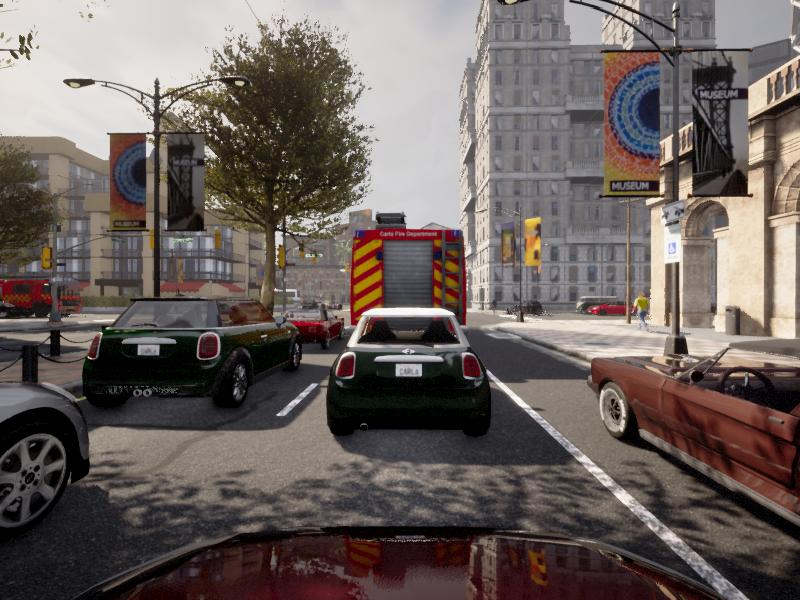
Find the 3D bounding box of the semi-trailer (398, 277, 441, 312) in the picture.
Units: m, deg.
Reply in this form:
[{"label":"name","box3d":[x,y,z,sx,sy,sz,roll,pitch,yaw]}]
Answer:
[{"label":"semi-trailer","box3d":[2.408,-0.620,57.524,2.717,4.402,14.254,0,0,-12]}]

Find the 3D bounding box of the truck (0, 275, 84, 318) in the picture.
[{"label":"truck","box3d":[-34.582,-0.320,37.024,8.468,3.827,2.891,0,0,1]}]

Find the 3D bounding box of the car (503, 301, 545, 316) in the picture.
[{"label":"car","box3d":[12.273,0.827,39.872,3.633,1.501,1.845,0,0,1]}]

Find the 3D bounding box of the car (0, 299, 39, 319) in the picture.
[{"label":"car","box3d":[-33.724,0.771,33.520,5.238,1.638,1.930,0,0,1]}]

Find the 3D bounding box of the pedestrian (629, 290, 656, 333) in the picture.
[{"label":"pedestrian","box3d":[10.762,0.485,17.764,0.751,1.860,0.751,0,0,2]}]

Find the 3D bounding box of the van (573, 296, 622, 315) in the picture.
[{"label":"van","box3d":[21.300,0.599,43.240,4.442,1.987,1.775,0,0,1]}]

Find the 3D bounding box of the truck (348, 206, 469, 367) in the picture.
[{"label":"truck","box3d":[0.274,-0.321,13.781,2.891,3.827,8.468,0,0,1]}]

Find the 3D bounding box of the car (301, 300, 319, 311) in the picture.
[{"label":"car","box3d":[-13.798,0.815,61.323,1.789,1.549,3.705,0,0,1]}]

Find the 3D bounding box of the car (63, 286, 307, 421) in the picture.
[{"label":"car","box3d":[-3.355,0.694,7.527,2.097,1.767,4.553,0,0,1]}]

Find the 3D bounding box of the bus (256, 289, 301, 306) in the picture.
[{"label":"bus","box3d":[-30.942,-0.534,102.441,10.273,4.253,3.944,0,0,2]}]

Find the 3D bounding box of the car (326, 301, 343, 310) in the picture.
[{"label":"car","box3d":[-10.261,0.853,63.188,1.970,1.475,3.806,0,0,1]}]

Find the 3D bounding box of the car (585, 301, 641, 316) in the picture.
[{"label":"car","box3d":[21.108,0.829,39.742,4.514,1.525,2.007,0,0,1]}]

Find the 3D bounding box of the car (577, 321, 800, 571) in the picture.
[{"label":"car","box3d":[3.308,0.938,3.058,1.895,1.301,4.718,0,0,1]}]

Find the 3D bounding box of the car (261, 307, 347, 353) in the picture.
[{"label":"car","box3d":[-3.218,0.944,14.445,1.895,1.301,4.718,0,0,1]}]

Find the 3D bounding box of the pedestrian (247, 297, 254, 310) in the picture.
[{"label":"pedestrian","box3d":[-21.097,0.485,56.536,0.751,1.860,0.751,0,0,2]}]

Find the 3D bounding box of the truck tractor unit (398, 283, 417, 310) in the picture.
[{"label":"truck tractor unit","box3d":[1.259,-0.498,65.320,3.053,4.208,6.516,0,0,2]}]

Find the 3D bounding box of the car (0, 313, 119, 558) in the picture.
[{"label":"car","box3d":[-3.473,0.853,1.600,1.970,1.475,3.806,0,0,1]}]

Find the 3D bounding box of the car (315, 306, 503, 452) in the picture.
[{"label":"car","box3d":[0.119,0.853,6.110,1.970,1.475,3.806,0,0,1]}]
